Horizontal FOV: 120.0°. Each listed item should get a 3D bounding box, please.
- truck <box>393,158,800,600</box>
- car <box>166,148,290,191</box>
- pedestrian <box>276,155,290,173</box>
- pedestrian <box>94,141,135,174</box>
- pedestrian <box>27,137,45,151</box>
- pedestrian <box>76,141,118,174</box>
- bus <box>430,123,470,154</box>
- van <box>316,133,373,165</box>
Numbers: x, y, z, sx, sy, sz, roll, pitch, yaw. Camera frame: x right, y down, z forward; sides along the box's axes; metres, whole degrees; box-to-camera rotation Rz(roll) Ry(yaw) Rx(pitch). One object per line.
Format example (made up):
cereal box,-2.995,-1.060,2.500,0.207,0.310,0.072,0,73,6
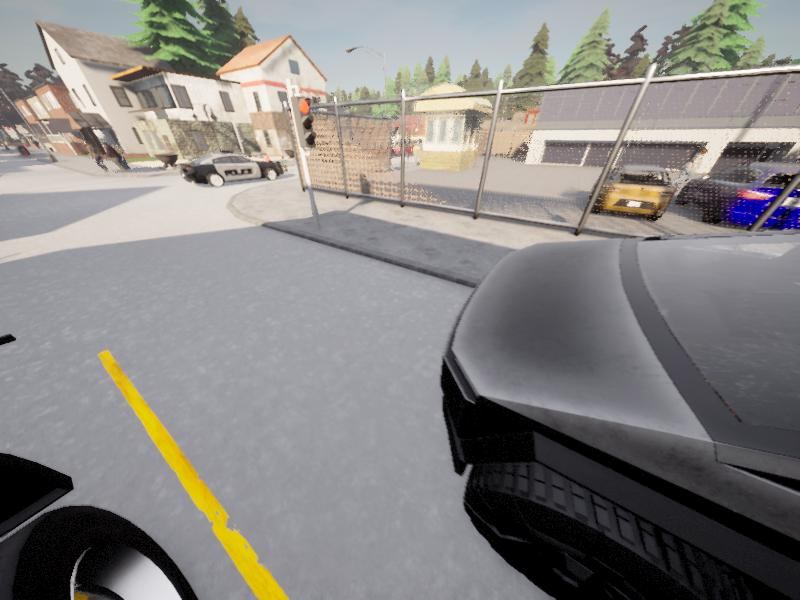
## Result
truck,3.266,1.023,0.672,6.274,2.098,2.390,20,40,26
car,-9.573,-7.773,13.470,1.930,1.638,5.238,24,41,29
pedestrian,-8.769,-10.178,17.327,0.500,1.100,0.500,30,45,35
pedestrian,-19.269,-9.651,15.630,0.751,1.860,0.751,-10,36,-14
pedestrian,-62.502,-26.794,39.656,0.751,1.860,0.751,19,39,25
pedestrian,-20.306,-9.579,15.519,0.751,1.860,0.751,12,37,16
bus,8.815,-29.914,42.850,3.944,4.253,10.273,-4,35,-6
van,-5.561,-16.000,24.426,1.988,2.561,5.915,21,40,26
